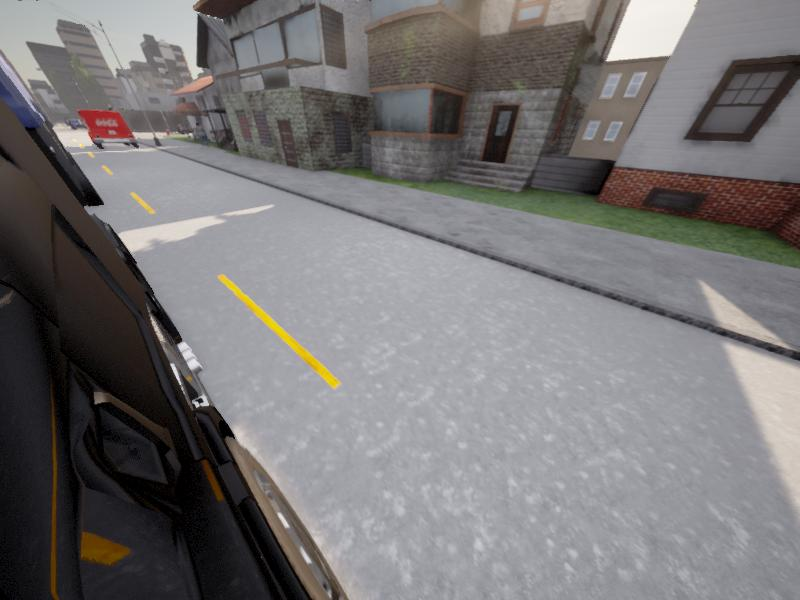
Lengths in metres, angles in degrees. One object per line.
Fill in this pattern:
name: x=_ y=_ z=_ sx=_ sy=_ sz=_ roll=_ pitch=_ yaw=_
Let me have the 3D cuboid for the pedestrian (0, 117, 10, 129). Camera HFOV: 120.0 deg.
pedestrian: x=-55.016 y=-24.553 z=31.640 sx=0.751 sy=1.860 sz=0.751 roll=25 pitch=42 yaw=28

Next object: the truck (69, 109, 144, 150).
truck: x=-24.686 y=-14.370 z=19.446 sx=5.204 sy=2.467 sz=2.627 roll=28 pitch=43 yaw=30

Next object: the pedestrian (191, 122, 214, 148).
pedestrian: x=-17.444 y=-14.530 z=20.399 sx=0.751 sy=1.860 sz=0.751 roll=28 pitch=44 yaw=30

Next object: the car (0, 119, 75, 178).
car: x=-16.900 y=-6.916 z=10.373 sx=4.605 sy=1.855 sz=1.932 roll=28 pitch=43 yaw=31

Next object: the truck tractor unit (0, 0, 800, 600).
truck tractor unit: x=-2.645 y=-0.295 z=0.351 sx=6.516 sy=4.208 sz=3.053 roll=28 pitch=44 yaw=30

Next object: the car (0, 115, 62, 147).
car: x=-29.732 y=-13.695 z=18.724 sx=3.866 sy=1.878 sz=1.905 roll=28 pitch=43 yaw=30

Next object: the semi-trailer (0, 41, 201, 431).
semi-trailer: x=-8.702 y=-3.588 z=4.245 sx=14.254 sy=4.402 sz=2.717 roll=28 pitch=43 yaw=30
